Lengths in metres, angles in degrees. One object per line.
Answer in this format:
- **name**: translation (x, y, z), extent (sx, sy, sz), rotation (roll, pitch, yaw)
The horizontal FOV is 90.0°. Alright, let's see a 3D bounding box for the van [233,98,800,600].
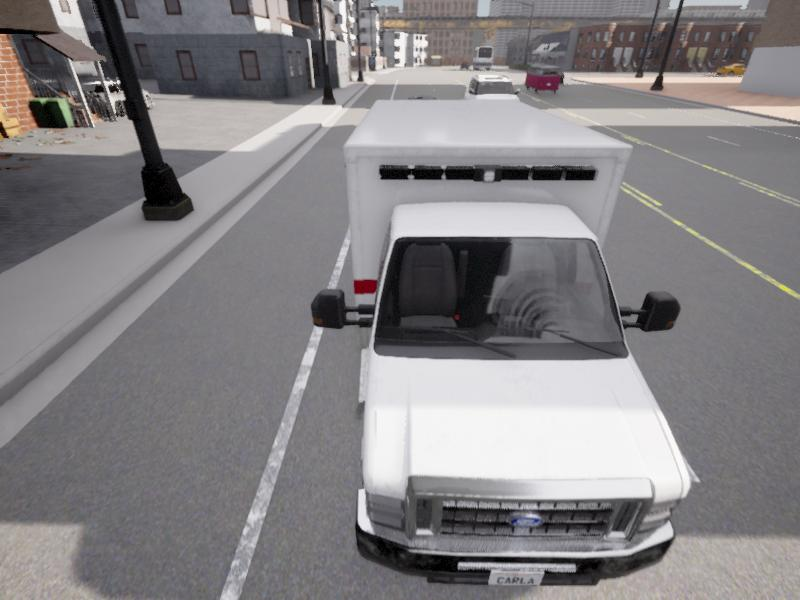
- **van**: translation (0.697, -0.686, 4.600), extent (2.351, 2.431, 6.366), rotation (0, 31, 1)

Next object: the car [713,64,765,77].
- **car**: translation (46.190, -31.378, 54.629), extent (5.008, 1.535, 1.882), rotation (1, 31, 2)

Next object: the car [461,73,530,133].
- **car**: translation (4.474, -9.857, 19.756), extent (2.150, 2.045, 5.566), rotation (1, 32, 1)

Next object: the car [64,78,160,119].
- **car**: translation (-14.491, -10.371, 20.451), extent (1.970, 1.475, 3.806), rotation (1, 32, 1)

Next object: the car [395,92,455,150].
- **car**: translation (0.913, -7.523, 16.563), extent (2.128, 1.511, 4.902), rotation (0, 32, 1)

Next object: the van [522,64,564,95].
- **van**: translation (11.721, -18.313, 33.123), extent (1.775, 1.987, 4.442), rotation (0, 32, 1)

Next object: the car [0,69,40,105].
- **car**: translation (-22.571, -11.312, 21.289), extent (2.152, 1.636, 5.027), rotation (1, 31, 1)

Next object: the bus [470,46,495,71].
- **bus**: translation (17.447, -51.380, 85.127), extent (3.944, 4.253, 10.273), rotation (3, 31, 5)
